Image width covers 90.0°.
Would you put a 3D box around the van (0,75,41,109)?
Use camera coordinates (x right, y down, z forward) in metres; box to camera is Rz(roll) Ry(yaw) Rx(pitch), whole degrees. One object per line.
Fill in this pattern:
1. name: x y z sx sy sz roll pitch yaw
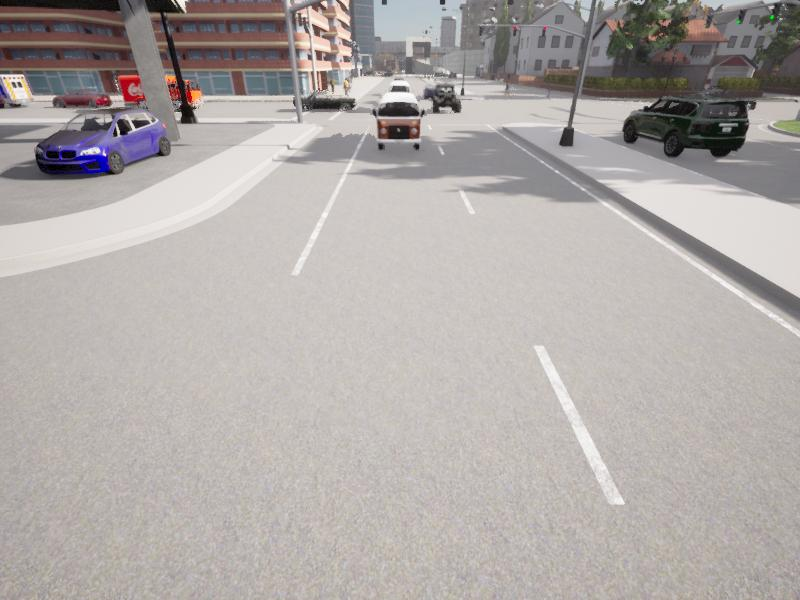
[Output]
1. van: -34.632 -17.367 33.356 6.366 2.431 2.351 -1 30 -1

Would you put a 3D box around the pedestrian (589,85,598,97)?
1. pedestrian: 21.244 -22.938 43.882 0.500 1.100 0.500 -2 30 -3

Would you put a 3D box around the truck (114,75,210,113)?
1. truck: -17.982 -15.767 30.573 5.204 2.467 2.627 -1 30 -1

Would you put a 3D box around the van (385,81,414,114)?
1. van: -0.056 -15.501 30.551 2.069 2.038 4.480 0 30 0

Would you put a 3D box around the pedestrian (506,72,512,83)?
1. pedestrian: 21.148 -43.152 77.734 0.751 1.860 0.751 0 30 1

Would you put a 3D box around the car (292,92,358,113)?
1. car: -5.698 -15.363 31.045 4.718 1.301 1.895 0 30 -1

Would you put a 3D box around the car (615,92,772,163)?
1. car: 11.468 -7.246 16.400 2.150 2.045 5.566 0 30 0

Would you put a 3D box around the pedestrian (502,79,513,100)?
1. pedestrian: 11.084 -21.623 41.161 0.751 1.860 0.751 2 30 4

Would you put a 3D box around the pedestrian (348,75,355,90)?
1. pedestrian: -6.754 -30.189 55.529 0.751 1.860 0.751 -6 31 -9

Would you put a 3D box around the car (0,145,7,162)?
1. car: -15.484 -4.847 12.748 1.970 1.475 3.806 0 30 0

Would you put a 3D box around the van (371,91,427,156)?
1. van: -0.049 -7.698 17.180 2.069 2.038 4.480 0 30 0

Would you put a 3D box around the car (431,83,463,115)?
1. car: 3.443 -15.147 30.085 1.905 1.878 3.866 0 30 0

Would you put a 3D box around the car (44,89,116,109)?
1. car: -26.862 -16.976 33.737 4.181 1.385 1.994 0 30 0

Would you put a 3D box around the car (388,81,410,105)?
1. car: -0.067 -19.367 37.331 1.932 1.855 4.605 0 30 0

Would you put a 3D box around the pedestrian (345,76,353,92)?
1. pedestrian: -6.483 -27.426 50.796 0.751 1.860 0.751 -5 31 -8

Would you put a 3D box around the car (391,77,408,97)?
1. car: -0.087 -25.422 47.698 1.932 1.855 4.605 0 30 -1

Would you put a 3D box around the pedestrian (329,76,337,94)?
1. pedestrian: -8.011 -25.656 47.734 0.751 1.860 0.751 -1 30 -2

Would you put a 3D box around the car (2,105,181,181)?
1. car: -9.740 -5.374 13.332 2.242 1.667 4.611 0 30 0

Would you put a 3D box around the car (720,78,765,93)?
1. car: 41.339 -25.995 48.399 1.970 1.475 3.806 0 30 0

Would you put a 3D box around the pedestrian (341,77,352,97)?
1. pedestrian: -5.846 -23.161 43.492 0.751 1.860 0.751 26 39 37

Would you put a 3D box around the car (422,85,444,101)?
1. car: 3.426 -21.779 42.035 1.895 1.301 4.718 0 30 0

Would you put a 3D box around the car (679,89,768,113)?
1. car: 24.928 -15.446 31.005 4.792 1.488 2.163 1 30 2
